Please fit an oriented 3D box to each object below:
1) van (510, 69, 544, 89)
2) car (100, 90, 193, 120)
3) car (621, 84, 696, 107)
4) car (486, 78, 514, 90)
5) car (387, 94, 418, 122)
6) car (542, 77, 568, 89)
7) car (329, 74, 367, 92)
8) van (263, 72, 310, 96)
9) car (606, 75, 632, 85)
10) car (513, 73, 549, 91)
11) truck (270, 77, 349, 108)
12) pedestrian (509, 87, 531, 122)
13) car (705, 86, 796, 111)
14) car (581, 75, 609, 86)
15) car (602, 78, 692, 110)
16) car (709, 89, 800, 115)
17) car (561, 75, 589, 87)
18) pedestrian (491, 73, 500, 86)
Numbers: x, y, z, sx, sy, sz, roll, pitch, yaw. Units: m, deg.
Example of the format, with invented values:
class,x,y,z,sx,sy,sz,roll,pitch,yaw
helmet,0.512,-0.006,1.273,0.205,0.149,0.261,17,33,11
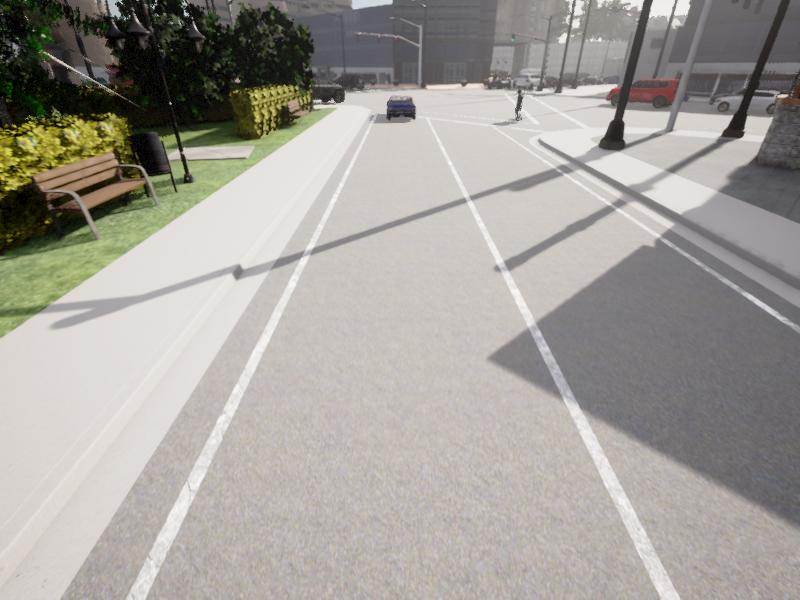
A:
class,x,y,z,sx,sy,sz,roll,pitch,yaw
van,19.965,-34.714,62.694,5.915,2.561,1.988,-26,39,-37
car,-17.250,-13.424,27.402,4.792,1.488,2.163,-26,39,-37
car,22.631,-18.057,35.171,1.882,1.535,5.008,-26,39,-38
car,14.612,-31.614,58.455,4.193,1.474,1.816,-26,39,-37
car,0.107,-12.714,26.378,1.895,1.301,4.718,-1,30,-1
car,24.104,-33.837,62.253,4.193,1.474,1.816,-26,39,-37
car,-7.409,-30.972,57.034,5.566,2.045,2.150,25,39,37
van,-14.213,-27.049,49.924,2.351,2.431,6.366,-27,39,-37
car,40.321,-40.445,73.535,4.193,1.474,1.816,-15,33,-24
car,18.966,-31.554,57.790,5.566,2.045,2.150,-26,39,-37
truck,-7.812,-18.387,35.277,2.390,2.098,6.274,26,39,37
pedestrian,7.237,-11.828,24.214,0.751,1.860,0.751,-24,38,-35
car,27.193,-15.740,31.187,1.837,1.490,4.892,-27,39,-38
car,34.280,-38.585,70.193,5.238,1.638,1.930,-22,37,-33
car,20.155,-17.023,32.897,2.150,2.045,5.566,-27,39,-37
car,25.299,-14.182,28.550,1.812,1.442,4.674,-27,39,-37
car,28.950,-36.271,66.243,5.238,1.638,1.930,-26,39,-37
pedestrian,15.182,-35.050,63.593,0.751,1.860,0.751,26,39,37
